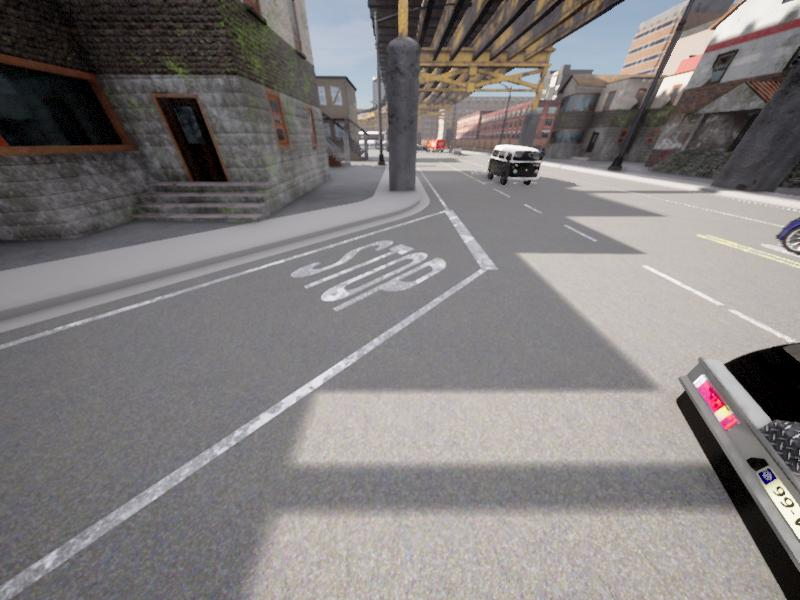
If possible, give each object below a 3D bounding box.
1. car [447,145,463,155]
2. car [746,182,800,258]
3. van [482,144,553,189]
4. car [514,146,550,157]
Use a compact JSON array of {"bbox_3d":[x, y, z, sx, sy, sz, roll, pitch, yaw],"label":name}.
[{"bbox_3d":[10.371,-28.356,43.739,1.845,1.501,3.633,-1,35,-2],"label":"car"},{"bbox_3d":[10.700,-0.858,4.024,2.163,1.488,4.792,0,35,0],"label":"car"},{"bbox_3d":[7.150,-8.668,14.798,2.069,2.038,4.480,0,35,0],"label":"van"},{"bbox_3d":[22.758,-25.656,39.839,4.974,1.542,2.038,18,39,24],"label":"car"}]
